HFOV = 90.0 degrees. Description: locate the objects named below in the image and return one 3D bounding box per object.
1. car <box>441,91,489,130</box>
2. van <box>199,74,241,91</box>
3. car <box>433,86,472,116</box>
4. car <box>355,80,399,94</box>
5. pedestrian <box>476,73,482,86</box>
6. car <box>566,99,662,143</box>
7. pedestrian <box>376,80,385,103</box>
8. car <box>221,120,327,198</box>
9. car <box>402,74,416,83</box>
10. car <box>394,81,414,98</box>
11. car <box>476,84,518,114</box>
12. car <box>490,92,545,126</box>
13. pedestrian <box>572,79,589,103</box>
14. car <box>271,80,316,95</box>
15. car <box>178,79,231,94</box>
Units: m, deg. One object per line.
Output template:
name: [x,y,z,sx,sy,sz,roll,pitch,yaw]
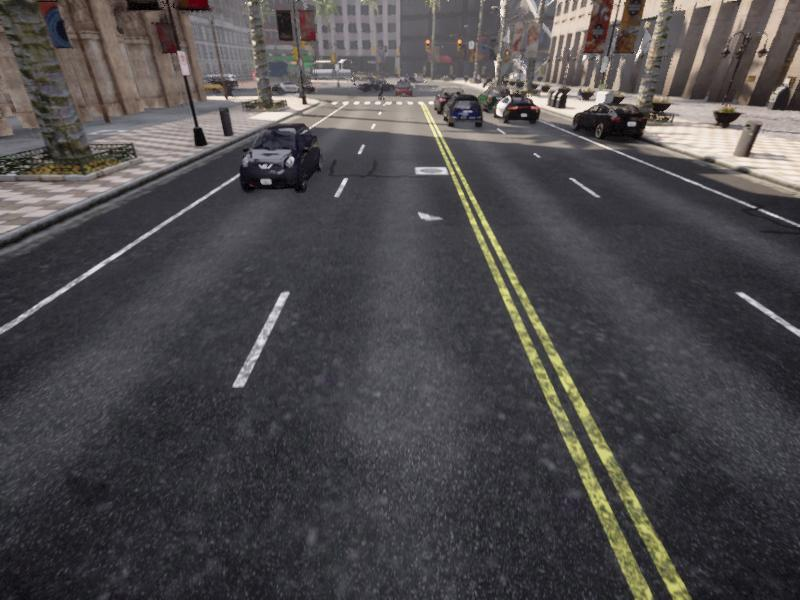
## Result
car: [3.711,-11.319,23.727,2.033,1.649,4.856,0,30,0]
van: [-24.842,-30.041,55.283,4.480,2.038,2.069,0,30,1]
car: [3.775,-14.790,29.614,2.242,1.667,4.611,0,30,0]
car: [-2.940,-27.873,52.235,5.357,1.411,2.033,-17,34,-27]
pedestrian: [12.924,-36.287,65.814,0.751,1.860,0.751,6,31,10]
car: [10.359,-9.002,19.921,2.163,1.488,4.792,0,30,0]
pedestrian: [-1.788,-19.511,37.440,0.751,1.860,0.751,-2,30,-4]
car: [-3.438,-4.249,11.739,1.845,1.501,3.633,0,30,1]
car: [1.796,-45.302,81.884,1.845,1.501,3.633,-9,32,-16]
car: [0.449,-24.341,46.117,2.163,1.488,4.792,0,30,0]
car: [7.284,-15.423,30.575,2.097,1.767,4.553,0,30,1]
car: [7.227,-12.142,25.230,2.038,1.542,4.974,0,30,0]
pedestrian: [16.240,-18.858,36.037,0.751,1.860,0.751,1,30,1]
car: [-13.043,-26.293,49.389,4.974,1.542,2.038,-1,30,-2]
car: [-24.075,-26.296,49.338,5.366,1.575,1.801,0,30,0]
